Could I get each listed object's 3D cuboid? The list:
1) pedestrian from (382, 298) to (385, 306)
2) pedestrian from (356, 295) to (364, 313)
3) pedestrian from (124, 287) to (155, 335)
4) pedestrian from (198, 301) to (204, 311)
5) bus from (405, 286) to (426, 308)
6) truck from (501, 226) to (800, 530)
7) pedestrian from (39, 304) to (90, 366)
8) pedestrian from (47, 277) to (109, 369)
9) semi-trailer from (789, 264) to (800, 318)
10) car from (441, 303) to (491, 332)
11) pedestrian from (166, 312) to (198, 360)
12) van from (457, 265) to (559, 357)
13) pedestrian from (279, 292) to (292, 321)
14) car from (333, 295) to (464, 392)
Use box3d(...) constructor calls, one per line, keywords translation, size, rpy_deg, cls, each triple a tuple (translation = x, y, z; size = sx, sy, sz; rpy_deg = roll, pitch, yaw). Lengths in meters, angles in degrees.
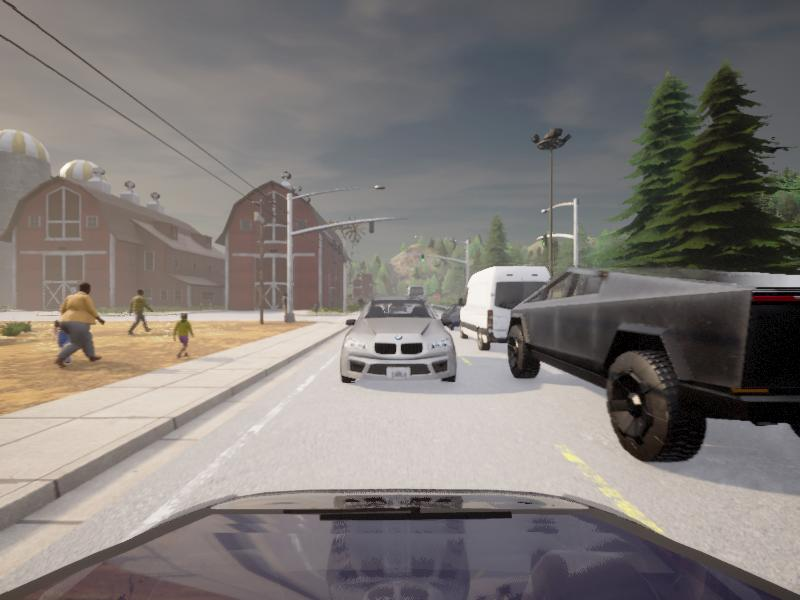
box3d(translation=(-3.894, 0.505, 93.663), size=(0.751, 1.860, 0.751), rpy_deg=(0, 0, -9), cls="pedestrian")
box3d(translation=(-4.307, 0.423, 43.373), size=(0.751, 1.860, 0.751), rpy_deg=(0, 0, 0), cls="pedestrian")
box3d(translation=(-10.340, 0.437, 15.907), size=(0.751, 1.860, 0.751), rpy_deg=(0, 0, 25), cls="pedestrian")
box3d(translation=(-22.029, 0.655, 44.252), size=(0.500, 1.100, 0.500), rpy_deg=(0, 0, -2), cls="pedestrian")
box3d(translation=(3.104, -0.650, 82.175), size=(3.944, 4.253, 10.273), rpy_deg=(0, 0, 0), cls="bus")
box3d(translation=(3.467, 0.533, 5.896), size=(2.390, 2.098, 6.274), rpy_deg=(0, 0, 0), cls="truck")
box3d(translation=(-7.488, 0.734, 8.959), size=(0.751, 1.300, 0.751), rpy_deg=(0, 0, -30), cls="pedestrian")
box3d(translation=(-6.861, 0.456, 8.552), size=(0.751, 1.860, 0.751), rpy_deg=(0, 0, 19), cls="pedestrian")
box3d(translation=(39.465, -0.690, 31.921), size=(14.254, 4.402, 2.717), rpy_deg=(0, 0, 0), cls="semi-trailer")
box3d(translation=(3.424, 0.876, 21.642), size=(1.994, 1.385, 4.181), rpy_deg=(0, 0, 0), cls="car")
box3d(translation=(-5.233, 0.842, 9.615), size=(0.500, 1.100, 0.500), rpy_deg=(0, 0, 2), cls="pedestrian")
box3d(translation=(3.452, 0.302, 14.138), size=(1.988, 2.561, 5.915), rpy_deg=(0, 0, 0), cls="van")
box3d(translation=(-7.350, 0.424, 25.699), size=(0.751, 1.860, 0.751), rpy_deg=(0, 0, -20), cls="pedestrian")
box3d(translation=(-0.038, 0.743, 9.171), size=(2.242, 1.667, 4.611), rpy_deg=(0, 0, 0), cls="car")
